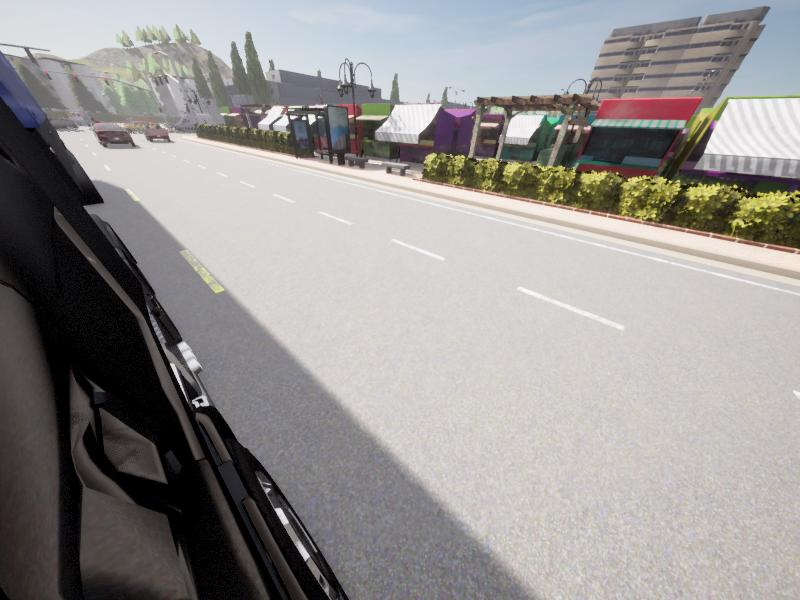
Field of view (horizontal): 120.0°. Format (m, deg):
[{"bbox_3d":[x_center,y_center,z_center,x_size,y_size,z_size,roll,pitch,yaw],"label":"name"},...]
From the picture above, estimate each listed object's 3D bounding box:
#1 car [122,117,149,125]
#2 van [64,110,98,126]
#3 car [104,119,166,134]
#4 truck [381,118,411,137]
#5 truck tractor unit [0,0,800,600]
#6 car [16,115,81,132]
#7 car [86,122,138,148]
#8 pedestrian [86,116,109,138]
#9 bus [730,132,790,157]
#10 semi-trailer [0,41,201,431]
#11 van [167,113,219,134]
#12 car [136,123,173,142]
[{"bbox_3d":[-74.231,-50.260,64.961,2.152,1.651,5.027,-1,37,-5],"label":"car"},{"bbox_3d":[-65.614,-37.568,47.636,2.351,2.431,6.366,-23,44,-30],"label":"van"},{"bbox_3d":[-37.139,-24.441,32.620,1.801,1.575,5.366,14,38,15],"label":"car"},{"bbox_3d":[-1.091,-46.410,62.376,2.891,3.827,8.468,30,44,31],"label":"truck"},{"bbox_3d":[-2.645,-0.295,0.351,6.516,4.208,3.053,28,44,30],"label":"truck tractor unit"},{"bbox_3d":[-46.304,-23.339,30.613,2.007,1.525,4.514,30,45,31],"label":"car"},{"bbox_3d":[-24.004,-13.765,19.228,5.008,1.535,1.882,29,44,30],"label":"car"},{"bbox_3d":[-32.763,-18.768,25.046,0.751,1.860,0.751,28,44,30],"label":"pedestrian"},{"bbox_3d":[82.126,-35.906,53.159,3.944,4.253,10.273,28,44,30],"label":"bus"},{"bbox_3d":[-8.682,-3.618,4.239,14.254,4.402,2.717,28,44,30],"label":"semi-trailer"},{"bbox_3d":[-35.712,-30.566,40.091,5.915,2.561,1.988,-29,47,-35],"label":"van"},{"bbox_3d":[-25.604,-17.492,24.111,3.633,1.501,1.845,31,45,33],"label":"car"}]
